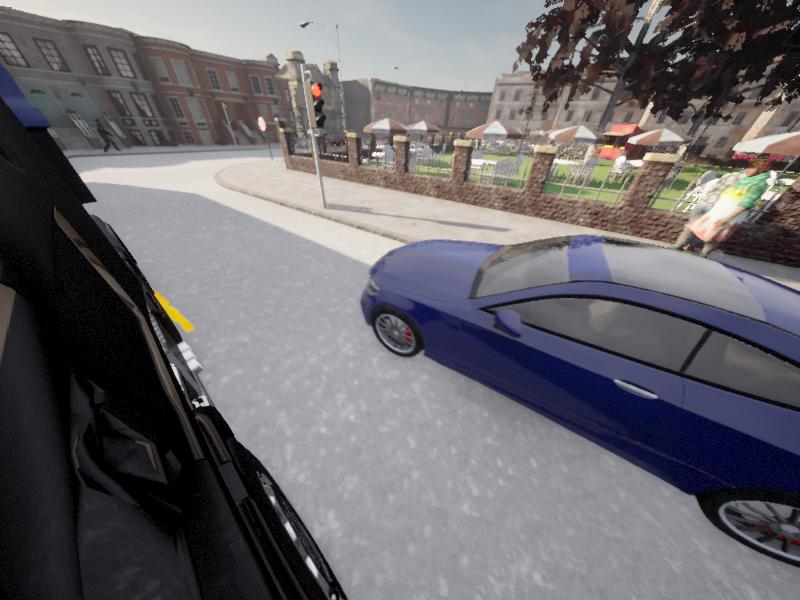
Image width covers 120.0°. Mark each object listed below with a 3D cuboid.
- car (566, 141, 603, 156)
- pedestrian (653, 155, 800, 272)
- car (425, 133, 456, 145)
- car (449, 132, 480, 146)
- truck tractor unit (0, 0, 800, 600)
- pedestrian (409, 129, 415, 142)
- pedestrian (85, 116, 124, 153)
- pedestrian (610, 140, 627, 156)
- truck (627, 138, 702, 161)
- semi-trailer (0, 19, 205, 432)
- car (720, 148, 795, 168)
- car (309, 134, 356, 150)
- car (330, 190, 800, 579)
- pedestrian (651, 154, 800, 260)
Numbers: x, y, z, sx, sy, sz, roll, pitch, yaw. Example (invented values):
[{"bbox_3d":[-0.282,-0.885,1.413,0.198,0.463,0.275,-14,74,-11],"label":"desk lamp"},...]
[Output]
[{"bbox_3d":[26.326,-21.750,33.029,3.806,1.475,1.970,23,41,25],"label":"car"},{"bbox_3d":[6.051,-1.589,4.363,0.751,1.860,0.751,16,39,17],"label":"pedestrian"},{"bbox_3d":[7.122,-28.271,40.503,5.008,1.535,1.882,-19,42,-26],"label":"car"},{"bbox_3d":[10.666,-26.773,38.439,4.605,1.855,1.932,-16,38,-23],"label":"car"},{"bbox_3d":[-2.645,-0.295,0.351,6.516,4.208,3.053,28,44,30],"label":"truck tractor unit"},{"bbox_3d":[2.083,-28.391,39.870,0.751,1.860,0.751,21,41,23],"label":"pedestrian"},{"bbox_3d":[-18.749,-10.468,14.687,0.751,1.860,0.751,30,45,32],"label":"pedestrian"},{"bbox_3d":[30.089,-20.942,31.821,0.751,1.860,0.751,0,37,-3],"label":"pedestrian"},{"bbox_3d":[35.958,-20.776,31.803,6.274,2.098,2.390,23,42,25],"label":"truck"},{"bbox_3d":[-8.910,-3.450,4.011,14.254,4.402,2.717,26,43,27],"label":"semi-trailer"},{"bbox_3d":[43.198,-17.328,28.123,4.514,1.525,2.007,24,42,26],"label":"car"},{"bbox_3d":[-7.144,-17.178,25.032,1.895,1.301,4.718,24,42,26],"label":"car"},{"bbox_3d":[1.746,0.192,2.285,4.674,1.442,1.812,23,41,25],"label":"car"},{"bbox_3d":[6.468,-1.847,4.732,0.751,1.860,0.751,0,37,-3],"label":"pedestrian"}]
